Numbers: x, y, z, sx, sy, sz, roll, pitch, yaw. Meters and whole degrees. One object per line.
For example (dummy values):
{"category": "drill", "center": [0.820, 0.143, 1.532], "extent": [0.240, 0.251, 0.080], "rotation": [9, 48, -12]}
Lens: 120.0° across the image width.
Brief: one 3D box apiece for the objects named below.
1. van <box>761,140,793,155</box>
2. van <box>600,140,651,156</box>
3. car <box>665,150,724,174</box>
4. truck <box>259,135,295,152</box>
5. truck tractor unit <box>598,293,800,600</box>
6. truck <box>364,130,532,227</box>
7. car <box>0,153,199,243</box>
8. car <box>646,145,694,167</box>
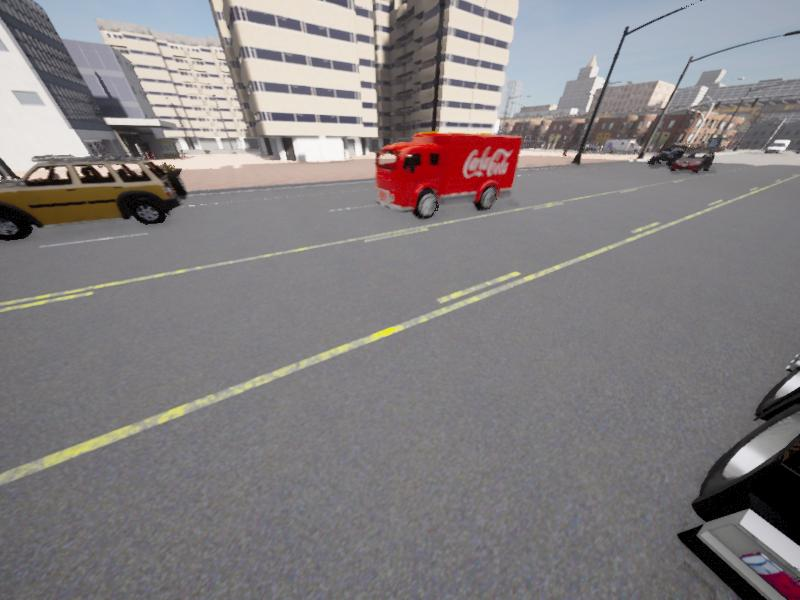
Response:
{"category": "van", "center": [81.089, -32.824, 49.661], "extent": [5.915, 2.561, 1.988], "rotation": [-18, 39, -25]}
{"category": "van", "center": [43.590, -29.714, 44.960], "extent": [2.351, 2.431, 6.366], "rotation": [-18, 39, -24]}
{"category": "car", "center": [25.925, -12.189, 20.339], "extent": [3.988, 1.617, 1.851], "rotation": [-18, 39, -24]}
{"category": "truck", "center": [-36.764, -46.850, 69.117], "extent": [8.468, 3.827, 2.891], "rotation": [-19, 39, -25]}
{"category": "truck tractor unit", "center": [5.155, -0.255, 0.710], "extent": [6.516, 4.208, 3.053], "rotation": [-16, 38, -22]}
{"category": "truck", "center": [1.675, -4.684, 8.598], "extent": [5.204, 2.467, 2.627], "rotation": [-18, 39, -25]}
{"category": "car", "center": [-9.388, -3.222, 6.909], "extent": [4.605, 1.855, 1.932], "rotation": [-18, 39, -25]}
{"category": "car", "center": [29.582, -15.818, 25.338], "extent": [3.866, 1.878, 1.905], "rotation": [-18, 39, -24]}
